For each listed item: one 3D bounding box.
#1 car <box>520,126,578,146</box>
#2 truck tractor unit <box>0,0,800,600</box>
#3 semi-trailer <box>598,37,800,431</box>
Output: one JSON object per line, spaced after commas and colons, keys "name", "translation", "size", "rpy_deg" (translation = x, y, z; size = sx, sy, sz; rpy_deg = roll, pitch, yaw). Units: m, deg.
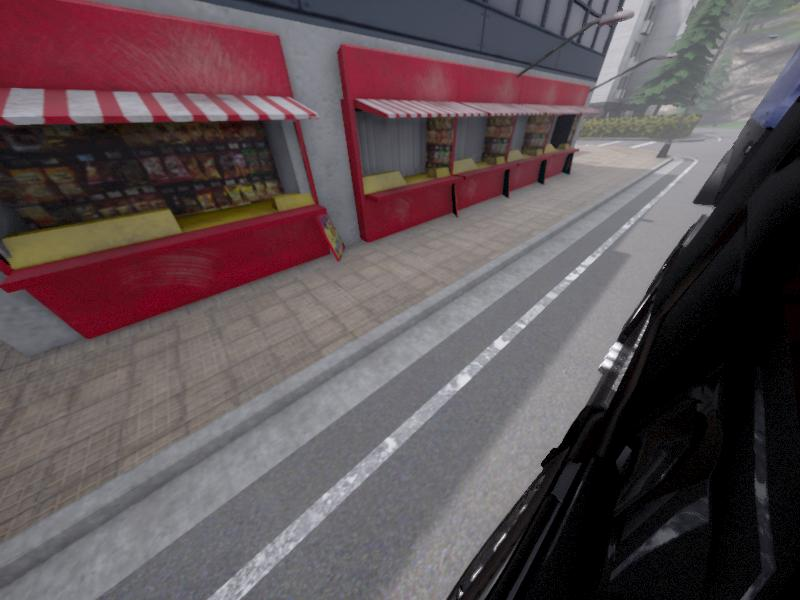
{"name": "car", "translation": [14.603, -16.227, 22.861], "size": [1.994, 1.385, 4.181], "rpy_deg": [-29, 45, -31]}
{"name": "truck tractor unit", "translation": [2.645, -0.295, 0.352], "size": [6.516, 4.208, 3.053], "rpy_deg": [-28, 44, -30]}
{"name": "semi-trailer", "translation": [8.663, -3.629, 4.261], "size": [14.254, 4.402, 2.717], "rpy_deg": [-29, 44, -30]}
